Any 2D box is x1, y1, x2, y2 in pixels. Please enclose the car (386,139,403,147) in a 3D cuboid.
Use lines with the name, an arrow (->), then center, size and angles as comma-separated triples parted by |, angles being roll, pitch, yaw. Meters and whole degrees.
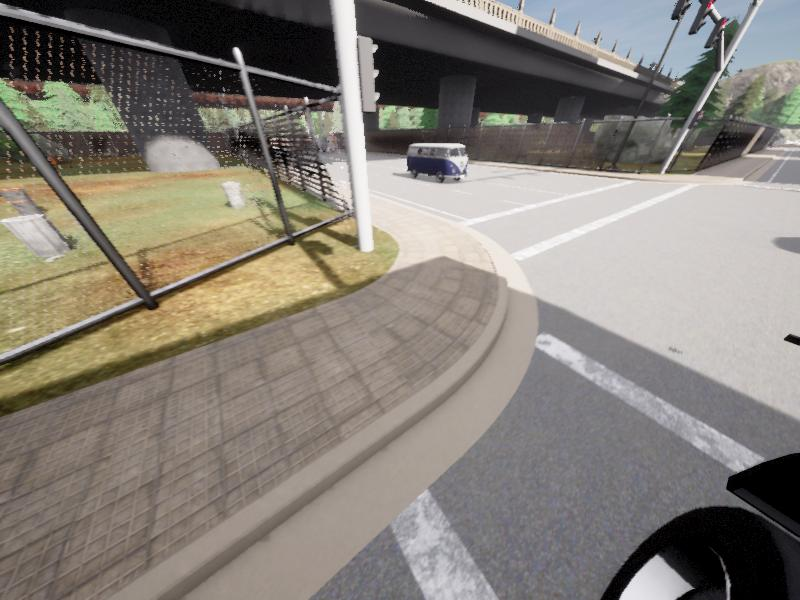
car -> -1.648, -46.131, 67.854 | 4.553, 1.767, 2.097 | -22, 41, -28

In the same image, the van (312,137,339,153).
van -> -14.046, -29.263, 43.473 | 2.351, 2.431, 6.366 | -22, 41, -28

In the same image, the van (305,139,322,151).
van -> -18.211, -32.476, 48.438 | 1.775, 1.987, 4.442 | -22, 41, -28

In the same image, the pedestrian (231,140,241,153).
pedestrian -> -27.577, -25.805, 38.848 | 0.751, 1.860, 0.751 | -22, 41, -28

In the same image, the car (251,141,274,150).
car -> -33.387, -37.534, 56.105 | 3.988, 1.617, 1.851 | -2, 35, -3

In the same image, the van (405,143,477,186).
van -> 2.340, -8.711, 14.614 | 1.775, 1.987, 4.442 | -22, 41, -28

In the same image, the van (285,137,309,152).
van -> -20.516, -31.033, 46.024 | 2.351, 2.431, 6.366 | -22, 41, -28

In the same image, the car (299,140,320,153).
car -> -16.175, -27.274, 41.130 | 1.932, 1.855, 4.605 | -22, 39, -28
